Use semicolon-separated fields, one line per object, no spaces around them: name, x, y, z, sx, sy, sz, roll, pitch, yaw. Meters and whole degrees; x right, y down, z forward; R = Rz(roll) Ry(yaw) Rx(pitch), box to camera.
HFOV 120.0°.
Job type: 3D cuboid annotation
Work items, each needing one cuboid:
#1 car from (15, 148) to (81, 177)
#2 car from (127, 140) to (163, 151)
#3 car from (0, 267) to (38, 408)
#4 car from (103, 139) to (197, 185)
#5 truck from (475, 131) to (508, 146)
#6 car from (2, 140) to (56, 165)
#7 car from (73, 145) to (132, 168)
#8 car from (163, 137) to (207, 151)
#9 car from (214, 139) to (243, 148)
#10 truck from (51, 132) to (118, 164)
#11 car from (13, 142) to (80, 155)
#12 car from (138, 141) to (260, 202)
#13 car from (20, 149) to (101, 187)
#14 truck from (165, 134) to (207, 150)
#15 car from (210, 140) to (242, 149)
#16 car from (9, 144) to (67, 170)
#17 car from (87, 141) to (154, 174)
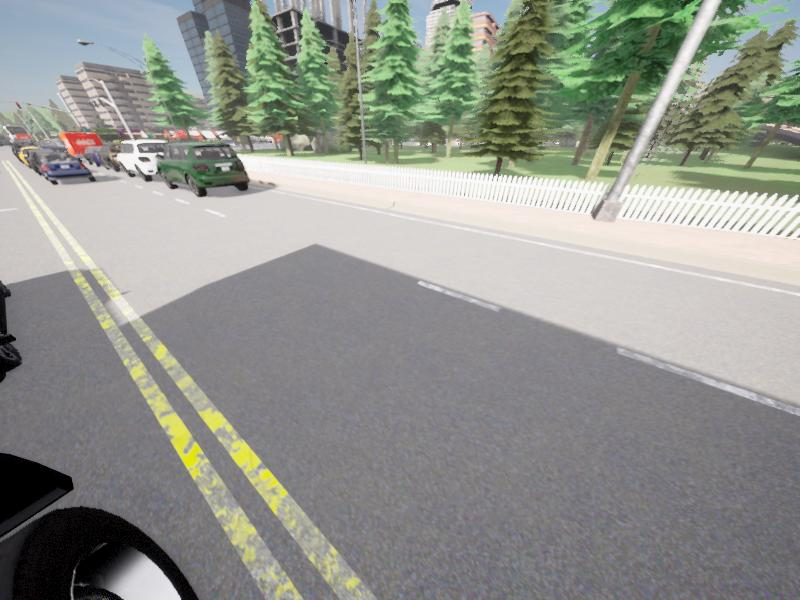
car;-24.812;-9.770;16.294;4.193;1.474;1.816;22;40;27
car;-47.977;-29.180;43.530;1.851;1.617;3.988;22;41;28
car;-6.035;0.212;2.298;3.806;1.475;1.970;22;41;28
car;-15.686;-8.805;14.501;5.566;2.045;2.150;22;41;27
truck;28.302;-49.892;71.479;8.468;3.827;2.891;-5;36;-8
car;-36.372;-14.556;22.641;4.605;1.855;1.932;22;40;27
car;-27.046;-13.113;21.012;4.792;1.488;2.163;22;40;27
car;-42.132;-30.737;45.403;2.150;2.045;5.566;21;40;26
car;-39.789;-36.339;53.713;2.033;1.649;4.856;21;40;26
truck;-32.300;-15.617;23.665;5.204;2.467;2.627;22;41;27
car;-50.698;-21.908;33.305;4.792;1.488;2.163;-14;38;-19
car;-9.663;-6.403;11.140;5.566;2.045;2.150;22;40;27
car;-19.602;-7.723;13.362;3.705;1.549;1.789;22;40;27
truck;-44.211;-32.772;47.914;2.627;2.467;5.204;21;40;26
car;-38.069;-34.110;50.666;2.038;1.542;4.974;21;40;26
car;-30.567;-12.113;19.481;5.366;1.575;1.801;22;40;27
car;-21.662;-11.125;17.890;4.605;1.855;1.932;22;40;27
